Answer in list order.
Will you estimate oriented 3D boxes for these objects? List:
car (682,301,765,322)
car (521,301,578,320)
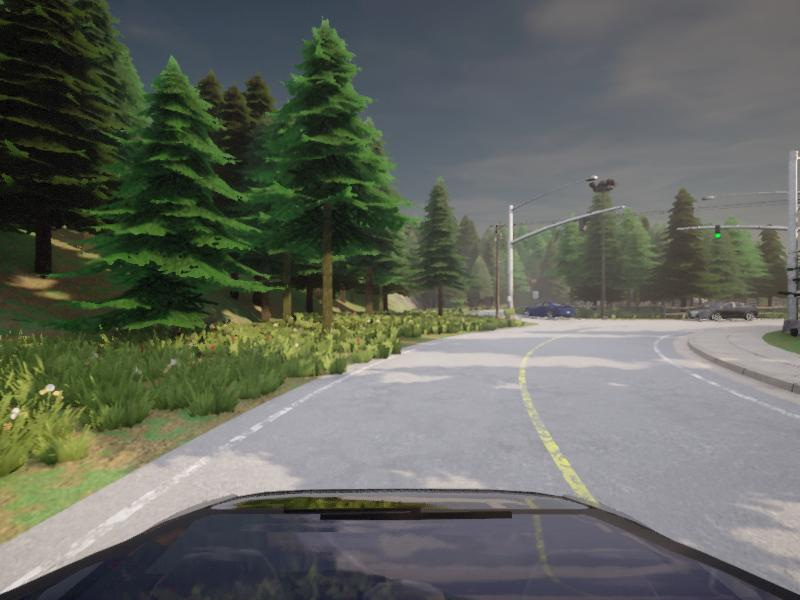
[{"bbox_3d":[24.537,0.861,30.438,4.902,1.511,2.128,0,0,-8],"label":"car"},{"bbox_3d":[13.018,0.878,35.295,1.882,1.535,5.008,0,0,-20],"label":"car"}]
